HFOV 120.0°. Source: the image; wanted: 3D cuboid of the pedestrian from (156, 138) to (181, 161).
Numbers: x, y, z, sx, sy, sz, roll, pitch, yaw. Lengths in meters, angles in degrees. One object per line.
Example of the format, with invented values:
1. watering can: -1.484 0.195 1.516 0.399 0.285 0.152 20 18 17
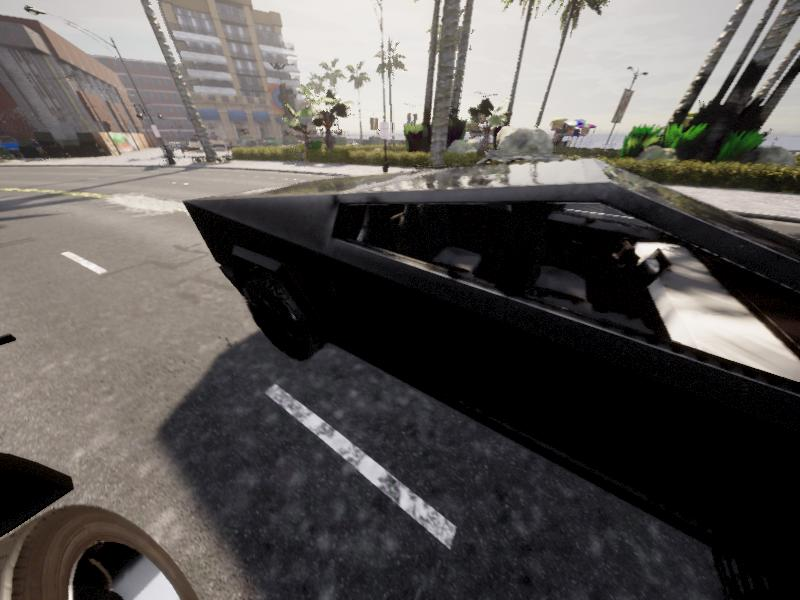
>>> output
1. pedestrian: -21.989 -14.336 21.998 0.751 1.860 0.751 0 35 -1

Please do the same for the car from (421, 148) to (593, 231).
1. car: 3.245 -3.925 7.777 4.605 1.855 1.932 20 40 26

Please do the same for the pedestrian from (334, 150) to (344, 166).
1. pedestrian: -5.060 -11.898 19.305 0.500 1.100 0.500 6 36 8

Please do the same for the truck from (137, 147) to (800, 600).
1. truck: 0.838 -0.124 2.241 6.274 2.098 2.390 20 40 25

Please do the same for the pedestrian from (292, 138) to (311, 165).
1. pedestrian: -8.330 -12.553 19.556 0.751 1.860 0.751 11 37 15

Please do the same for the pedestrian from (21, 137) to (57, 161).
1. pedestrian: -34.060 -14.253 21.828 0.751 1.860 0.751 0 35 0

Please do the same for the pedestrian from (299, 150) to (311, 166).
1. pedestrian: -7.867 -11.761 19.100 0.500 1.100 0.500 14 38 18
